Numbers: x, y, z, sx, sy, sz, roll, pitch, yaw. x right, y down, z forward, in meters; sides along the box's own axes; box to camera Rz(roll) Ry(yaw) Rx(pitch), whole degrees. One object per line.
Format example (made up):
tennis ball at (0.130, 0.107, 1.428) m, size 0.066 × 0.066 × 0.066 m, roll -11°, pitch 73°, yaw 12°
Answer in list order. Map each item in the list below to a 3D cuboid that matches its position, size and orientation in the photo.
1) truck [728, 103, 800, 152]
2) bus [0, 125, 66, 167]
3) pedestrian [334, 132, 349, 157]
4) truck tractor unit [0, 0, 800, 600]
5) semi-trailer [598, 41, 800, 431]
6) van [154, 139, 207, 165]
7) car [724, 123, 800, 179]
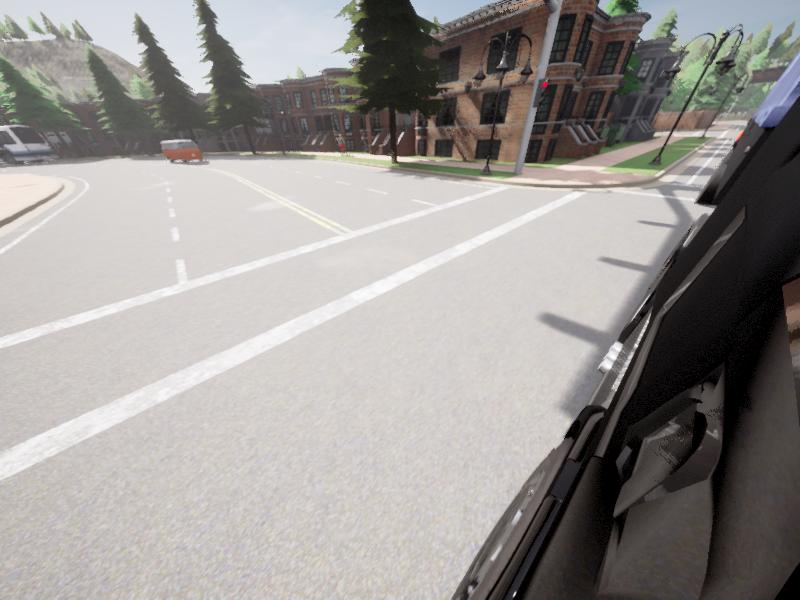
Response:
truck at (26.245, -12.179, 16.269) m, size 5.204 × 2.467 × 2.627 m, roll -28°, pitch 44°, yaw -30°
bus at (-53.978, -20.277, 30.604) m, size 10.273 × 4.253 × 3.944 m, roll -7°, pitch 37°, yaw -5°
pedestrian at (-5.406, -14.470, 21.523) m, size 0.751 × 1.860 × 0.751 m, roll -29°, pitch 44°, yaw -31°
truck tractor unit at (2.645, -0.295, 0.351) m, size 6.516 × 4.208 × 3.053 m, roll -28°, pitch 44°, yaw -30°
semi-trailer at (8.685, -3.607, 4.249) m, size 14.254 × 4.402 × 2.717 m, roll -28°, pitch 44°, yaw -30°
van at (-22.789, -15.361, 23.978) m, size 4.442 × 1.987 × 1.775 m, roll 16°, pitch 40°, yaw 23°
car at (17.060, -6.933, 10.507) m, size 5.238 × 1.638 × 1.930 m, roll -28°, pitch 44°, yaw -30°
